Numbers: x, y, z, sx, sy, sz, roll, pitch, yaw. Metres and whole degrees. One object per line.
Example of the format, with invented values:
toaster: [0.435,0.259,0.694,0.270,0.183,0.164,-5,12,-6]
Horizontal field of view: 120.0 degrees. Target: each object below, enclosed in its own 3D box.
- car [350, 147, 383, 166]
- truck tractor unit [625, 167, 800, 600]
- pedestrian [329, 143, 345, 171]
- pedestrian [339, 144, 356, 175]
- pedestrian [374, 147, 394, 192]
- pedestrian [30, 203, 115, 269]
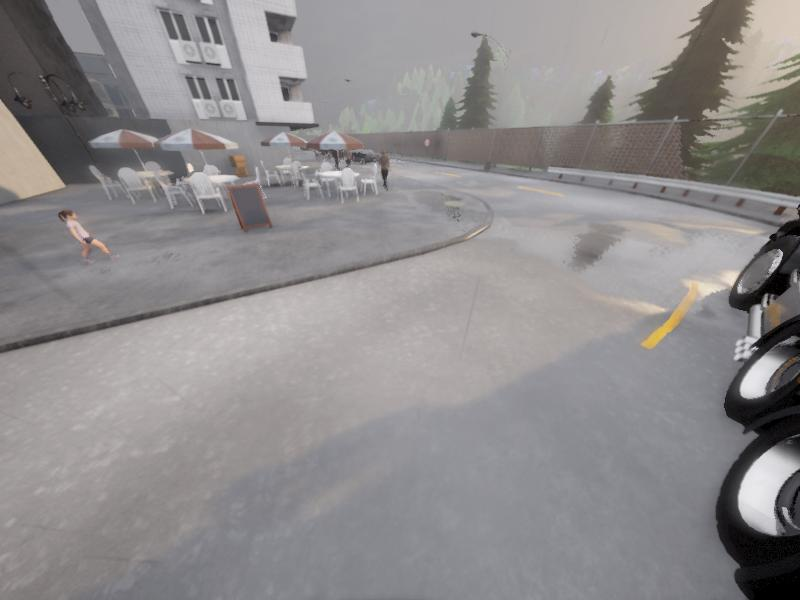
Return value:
car: [-3.794,-15.964,25.569,1.882,1.535,5.008,-17,38,-23]
truck tractor unit: [4.935,-0.447,0.991,6.516,4.208,3.053,-25,42,-31]
pedestrian: [-5.044,-11.484,18.613,0.751,1.860,0.751,-25,42,-31]
pedestrian: [-3.772,-10.165,16.730,0.751,1.860,0.751,-23,41,-29]
pedestrian: [-0.750,-6.431,11.386,0.751,1.860,0.751,-10,36,-15]
pedestrian: [-6.416,-1.280,4.604,0.500,1.100,0.500,-30,45,-36]
